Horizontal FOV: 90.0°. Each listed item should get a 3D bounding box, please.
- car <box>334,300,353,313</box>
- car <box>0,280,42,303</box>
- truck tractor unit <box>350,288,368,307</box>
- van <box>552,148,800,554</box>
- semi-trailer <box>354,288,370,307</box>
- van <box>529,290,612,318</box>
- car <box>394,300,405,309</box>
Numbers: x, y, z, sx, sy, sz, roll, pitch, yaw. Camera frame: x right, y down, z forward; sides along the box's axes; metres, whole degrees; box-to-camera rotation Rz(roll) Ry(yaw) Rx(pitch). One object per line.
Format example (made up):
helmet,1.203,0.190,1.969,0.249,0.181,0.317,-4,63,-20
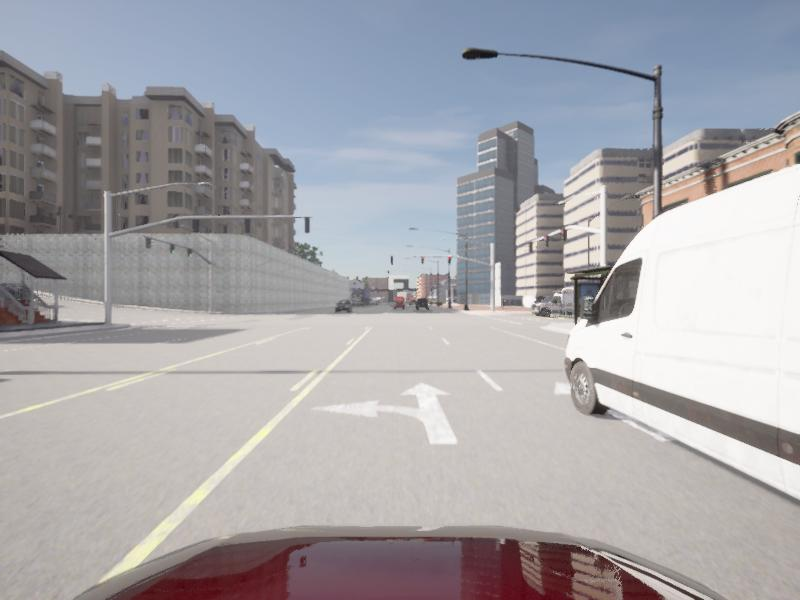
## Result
car,-7.018,0.775,49.935,1.851,1.617,3.988,0,0,0
car,-35.381,-0.894,35.577,4.902,1.511,2.128,9,0,0
truck tractor unit,-9.656,-0.541,94.860,3.053,4.208,6.516,0,0,4
van,3.513,0.321,3.663,1.988,2.561,5.915,0,0,0
semi-trailer,-9.520,-0.643,102.769,2.717,4.402,14.254,0,0,0
van,15.117,0.369,35.777,6.366,2.431,2.351,0,0,0
car,-0.060,0.770,69.418,1.851,1.617,3.988,0,0,0
